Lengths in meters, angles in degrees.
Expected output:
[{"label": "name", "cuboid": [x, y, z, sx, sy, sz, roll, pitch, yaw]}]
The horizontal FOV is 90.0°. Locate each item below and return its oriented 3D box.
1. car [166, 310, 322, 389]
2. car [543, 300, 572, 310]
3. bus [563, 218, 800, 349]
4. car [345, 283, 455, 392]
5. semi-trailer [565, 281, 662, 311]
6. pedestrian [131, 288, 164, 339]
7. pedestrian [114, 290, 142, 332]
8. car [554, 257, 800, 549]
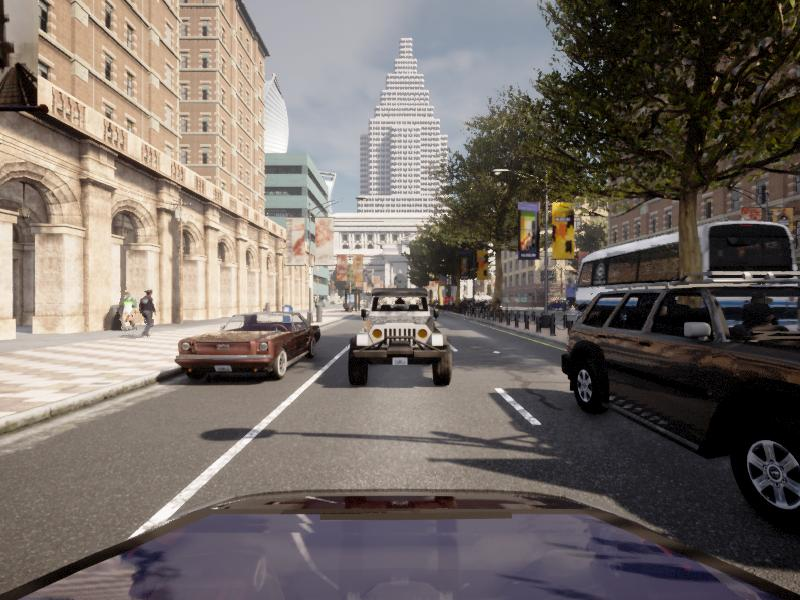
[{"label": "car", "cuboid": [-3.250, 0.940, 9.526, 1.895, 1.301, 4.718, 0, 0, 0]}, {"label": "car", "cuboid": [25.736, 0.798, 65.465, 3.988, 1.617, 1.851, 0, 0, 3]}, {"label": "bus", "cuboid": [11.402, -0.532, 18.087, 3.944, 4.253, 10.273, 0, 0, 0]}, {"label": "car", "cuboid": [-0.001, 0.647, 8.831, 1.905, 1.878, 3.866, 0, 0, 0]}, {"label": "semi-trailer", "cuboid": [32.606, -0.609, 61.133, 14.254, 4.402, 2.717, 0, 0, -8]}, {"label": "pedestrian", "cuboid": [-9.528, 0.487, 15.115, 0.751, 1.860, 0.751, 0, 0, 12]}, {"label": "pedestrian", "cuboid": [-12.427, 0.488, 18.283, 0.751, 1.860, 0.751, 0, 0, 0]}, {"label": "car", "cuboid": [3.501, 0.653, 4.281, 1.932, 1.855, 4.605, 0, 0, 0]}]
